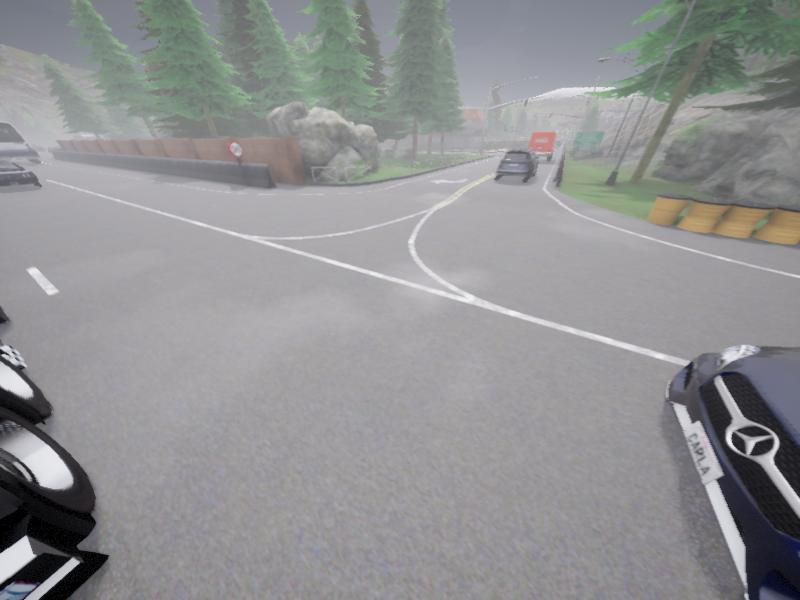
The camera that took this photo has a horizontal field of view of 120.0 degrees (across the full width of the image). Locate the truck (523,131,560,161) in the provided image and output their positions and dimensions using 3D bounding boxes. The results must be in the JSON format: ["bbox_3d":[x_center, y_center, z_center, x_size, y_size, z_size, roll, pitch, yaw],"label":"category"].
[{"bbox_3d":[15.613,-16.805,25.424,2.627,2.467,5.204,19,36,25],"label":"truck"}]

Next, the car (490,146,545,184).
[{"bbox_3d":[7.500,-8.603,14.531,2.033,1.649,4.856,19,39,25],"label":"car"}]

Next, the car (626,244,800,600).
[{"bbox_3d":[4.238,1.502,0.386,5.027,1.651,2.152,18,39,24],"label":"car"}]

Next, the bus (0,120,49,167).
[{"bbox_3d":[-49.499,-19.511,28.779,10.273,4.253,3.944,21,41,27],"label":"bus"}]

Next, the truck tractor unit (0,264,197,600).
[{"bbox_3d":[-5.116,-0.295,0.780,6.516,4.208,3.053,18,39,24],"label":"truck tractor unit"}]

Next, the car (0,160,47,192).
[{"bbox_3d":[-23.783,-7.479,13.834,4.718,1.301,1.895,18,39,24],"label":"car"}]
